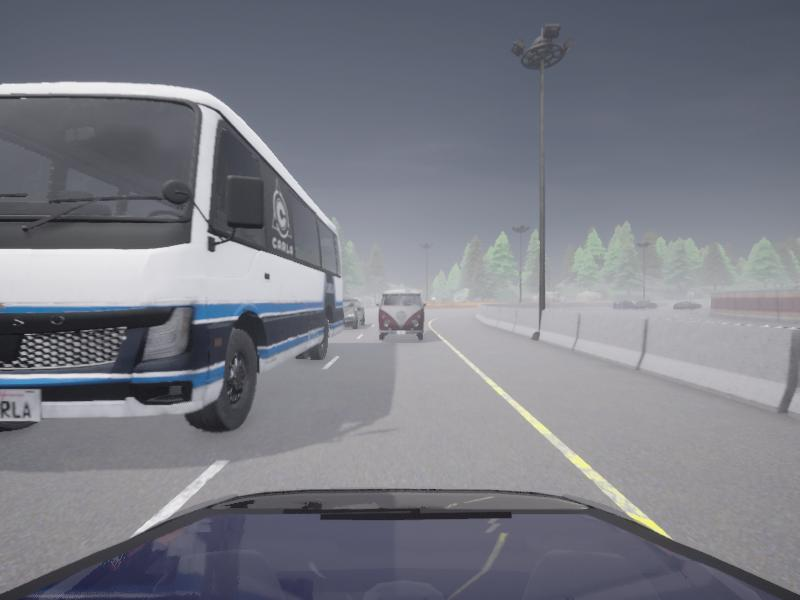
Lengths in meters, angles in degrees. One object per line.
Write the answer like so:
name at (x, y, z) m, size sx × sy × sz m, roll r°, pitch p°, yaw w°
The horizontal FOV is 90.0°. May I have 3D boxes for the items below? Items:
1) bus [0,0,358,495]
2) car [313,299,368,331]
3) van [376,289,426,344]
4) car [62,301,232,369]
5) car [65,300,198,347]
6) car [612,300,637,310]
bus at (-3.379, -0.532, 8.413) m, size 3.944 × 4.253 × 10.273 m, roll 0°, pitch 0°, yaw 0°
car at (-3.269, 0.762, 22.938) m, size 2.242 × 1.667 × 4.611 m, roll 0°, pitch 0°, yaw 3°
van at (0.062, 0.605, 16.561) m, size 1.775 × 1.987 × 4.442 m, roll 0°, pitch 0°, yaw 1°
car at (-6.989, 0.826, 11.889) m, size 1.882 × 1.535 × 5.008 m, roll 0°, pitch 1°, yaw 0°
car at (-10.482, 0.806, 16.265) m, size 1.801 × 1.575 × 5.366 m, roll 0°, pitch 0°, yaw 0°
car at (36.298, 0.770, 64.615) m, size 3.705 × 1.549 × 1.789 m, roll 0°, pitch 0°, yaw -26°
